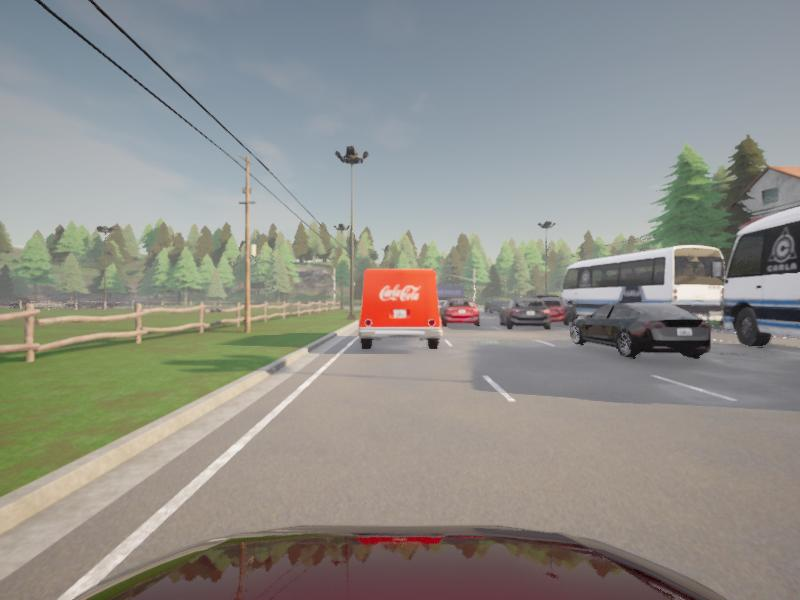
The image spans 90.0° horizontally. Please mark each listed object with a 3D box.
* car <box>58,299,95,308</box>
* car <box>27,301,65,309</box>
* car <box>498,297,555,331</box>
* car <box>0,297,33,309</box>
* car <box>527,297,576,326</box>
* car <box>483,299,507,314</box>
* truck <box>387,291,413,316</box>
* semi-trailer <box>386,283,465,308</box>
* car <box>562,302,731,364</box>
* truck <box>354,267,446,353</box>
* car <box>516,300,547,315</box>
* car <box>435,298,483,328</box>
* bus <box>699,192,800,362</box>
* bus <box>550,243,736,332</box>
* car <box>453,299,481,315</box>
[{"bbox_3d":[-56.732,0.594,70.231,4.611,1.667,2.242,0,0,0],"label":"car"},{"bbox_3d":[-59.000,0.790,66.746,4.718,1.301,1.895,0,0,0],"label":"car"},{"bbox_3d":[6.856,0.710,22.253,2.242,1.667,4.611,0,0,8],"label":"car"},{"bbox_3d":[-60.799,0.500,63.258,3.866,1.878,1.905,0,0,0],"label":"car"},{"bbox_3d":[9.795,0.668,25.627,2.242,1.667,4.611,-1,0,29],"label":"car"},{"bbox_3d":[10.486,0.716,44.459,1.789,1.549,3.705,0,1,0],"label":"car"},{"bbox_3d":[-0.015,0.272,42.546,2.627,2.467,5.204,0,1,0],"label":"truck"},{"bbox_3d":[4.529,-0.786,73.335,14.254,4.402,2.717,0,0,0],"label":"semi-trailer"},{"bbox_3d":[6.995,0.823,12.174,2.163,1.488,4.792,0,0,0],"label":"car"},{"bbox_3d":[-0.001,0.316,14.068,2.627,2.467,5.204,0,0,0],"label":"truck"},{"bbox_3d":[13.986,0.771,42.943,1.812,1.442,4.674,0,0,0],"label":"car"},{"bbox_3d":[3.492,0.700,24.583,2.242,1.667,4.611,0,0,0],"label":"car"},{"bbox_3d":[11.867,-0.568,9.268,3.944,4.253,10.273,0,0,12],"label":"bus"},{"bbox_3d":[13.685,-0.593,24.368,3.944,4.253,10.273,0,0,-9],"label":"bus"},{"bbox_3d":[6.986,0.684,42.423,2.152,1.651,5.027,0,0,0],"label":"car"}]
